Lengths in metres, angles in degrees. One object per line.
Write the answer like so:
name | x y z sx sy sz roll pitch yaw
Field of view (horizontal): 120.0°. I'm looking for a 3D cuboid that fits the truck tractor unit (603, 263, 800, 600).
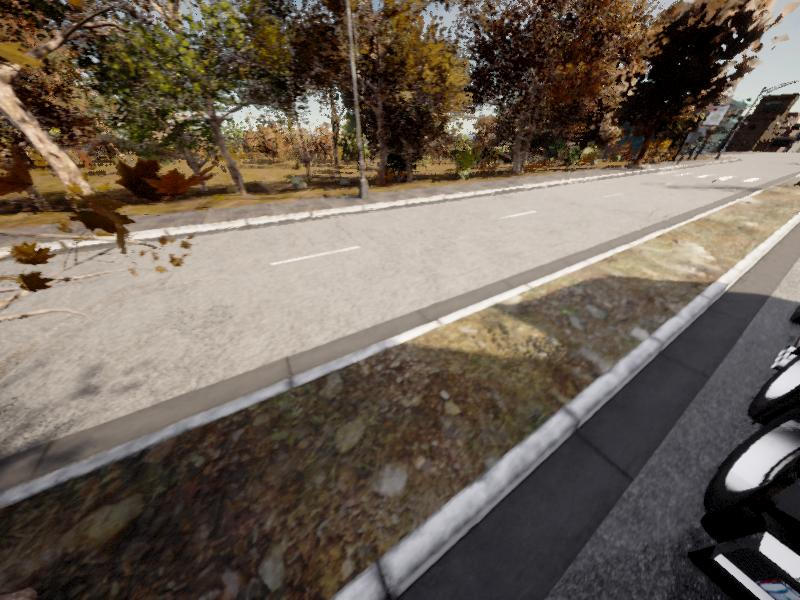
truck tractor unit | 5.107 -0.305 0.794 6.516 4.208 3.053 -18 39 -24
